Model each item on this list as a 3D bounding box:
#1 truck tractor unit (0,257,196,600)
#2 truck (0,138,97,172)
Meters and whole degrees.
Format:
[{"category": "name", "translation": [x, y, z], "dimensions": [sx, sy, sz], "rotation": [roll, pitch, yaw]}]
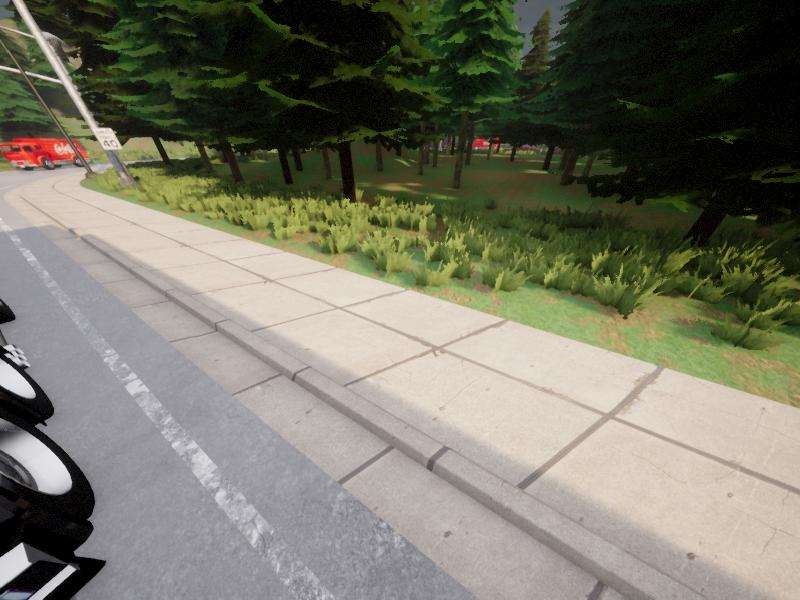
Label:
[{"category": "truck tractor unit", "translation": [-5.099, -0.312, 0.797], "dimensions": [6.516, 4.208, 3.053], "rotation": [19, 39, 25]}, {"category": "truck", "translation": [-34.073, -14.064, 22.268], "dimensions": [2.627, 2.467, 5.204], "rotation": [-5, 35, -6]}]
